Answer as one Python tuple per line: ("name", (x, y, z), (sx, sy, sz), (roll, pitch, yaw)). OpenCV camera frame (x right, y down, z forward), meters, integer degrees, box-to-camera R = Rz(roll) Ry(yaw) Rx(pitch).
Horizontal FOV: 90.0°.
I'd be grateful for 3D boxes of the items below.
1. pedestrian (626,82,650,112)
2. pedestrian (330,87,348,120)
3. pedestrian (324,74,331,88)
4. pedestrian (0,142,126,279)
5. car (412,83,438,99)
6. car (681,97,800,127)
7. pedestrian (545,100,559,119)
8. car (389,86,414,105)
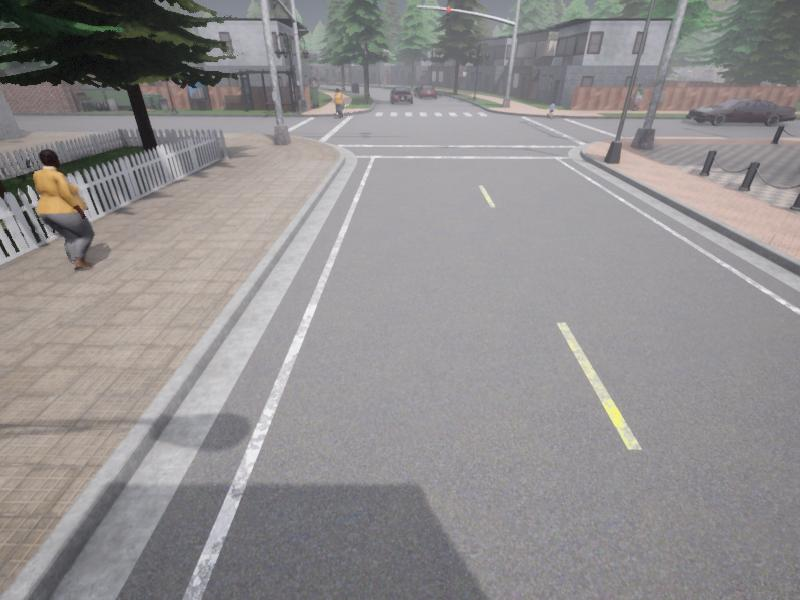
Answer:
("pedestrian", (17.146, -14.610, 28.815), (0.751, 1.860, 0.751), (-2, 30, -3))
("pedestrian", (-3.920, -12.650, 25.754), (0.751, 1.860, 0.751), (10, 32, 16))
("pedestrian", (-11.680, -35.345, 64.588), (0.751, 1.860, 0.751), (-21, 37, -32))
("pedestrian", (-5.156, -1.370, 6.161), (0.751, 1.860, 0.751), (8, 31, 13))
("car", (2.678, -22.886, 43.787), (1.994, 1.385, 4.181), (-5, 31, -9))
("car", (20.208, -11.134, 23.674), (5.357, 1.411, 2.033), (2, 30, 3))
("pedestrian", (9.966, -12.459, 26.187), (0.500, 1.100, 0.500), (-5, 31, -8))
("car", (0.085, -19.207, 37.487), (1.994, 1.385, 4.181), (-2, 30, -4))
